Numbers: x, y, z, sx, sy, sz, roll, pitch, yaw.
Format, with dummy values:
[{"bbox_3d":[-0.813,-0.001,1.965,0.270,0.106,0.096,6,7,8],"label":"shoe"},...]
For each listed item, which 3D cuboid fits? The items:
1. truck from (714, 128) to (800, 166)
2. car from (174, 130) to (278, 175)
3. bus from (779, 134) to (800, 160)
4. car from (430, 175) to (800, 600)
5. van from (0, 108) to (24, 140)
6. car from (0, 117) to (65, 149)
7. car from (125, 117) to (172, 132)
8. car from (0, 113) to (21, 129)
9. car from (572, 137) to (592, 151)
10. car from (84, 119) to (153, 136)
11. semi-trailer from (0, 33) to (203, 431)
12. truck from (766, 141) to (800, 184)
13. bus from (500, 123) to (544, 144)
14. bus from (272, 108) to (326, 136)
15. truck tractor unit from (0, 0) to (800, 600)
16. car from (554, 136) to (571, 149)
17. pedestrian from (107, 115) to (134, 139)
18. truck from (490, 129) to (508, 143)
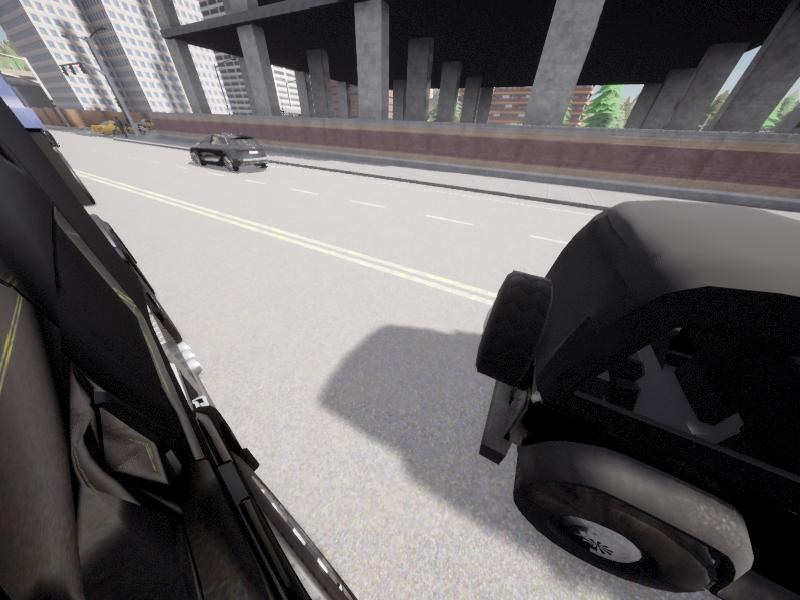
[{"bbox_3d":[48.830,-21.135,31.736,2.891,3.827,8.468,20,40,21],"label":"truck"},{"bbox_3d":[-9.406,-8.157,12.609,4.856,1.649,2.033,20,40,21],"label":"car"},{"bbox_3d":[85.850,-29.859,45.481,10.273,4.253,3.944,20,40,22],"label":"bus"},{"bbox_3d":[2.425,0.734,1.236,3.866,1.878,1.905,20,40,21],"label":"car"},{"bbox_3d":[-37.462,-15.448,19.925,6.366,2.431,2.351,11,37,11],"label":"van"},{"bbox_3d":[-27.812,-12.350,17.047,5.238,1.638,1.930,20,40,21],"label":"car"},{"bbox_3d":[-41.673,-29.143,38.450,1.932,1.855,4.605,21,41,23],"label":"car"},{"bbox_3d":[-54.811,-24.390,31.431,4.611,1.667,2.242,20,40,21],"label":"car"},{"bbox_3d":[31.953,-27.594,40.707,1.905,1.878,3.866,20,40,21],"label":"car"},{"bbox_3d":[-35.587,-21.996,29.518,1.801,1.575,5.366,11,37,10],"label":"car"},{"bbox_3d":[-8.771,-3.554,4.156,14.254,4.402,2.717,27,43,29],"label":"semi-trailer"},{"bbox_3d":[30.285,-9.468,16.078,2.627,2.467,5.204,20,40,21],"label":"truck"},{"bbox_3d":[35.129,-48.129,66.730,10.273,4.253,3.944,20,40,22],"label":"bus"},{"bbox_3d":[-21.461,-38.460,50.217,3.944,4.253,10.273,20,40,22],"label":"bus"},{"bbox_3d":[-2.645,-0.295,0.351,6.516,4.208,3.053,28,44,30],"label":"truck tractor unit"},{"bbox_3d":[29.377,-28.519,41.782,1.905,1.878,3.866,20,40,21],"label":"car"},{"bbox_3d":[-28.822,-17.831,23.841,0.751,1.860,0.751,-6,38,-12],"label":"pedestrian"},{"bbox_3d":[23.516,-38.787,54.720,2.615,2.467,5.204,20,40,21],"label":"truck"}]
